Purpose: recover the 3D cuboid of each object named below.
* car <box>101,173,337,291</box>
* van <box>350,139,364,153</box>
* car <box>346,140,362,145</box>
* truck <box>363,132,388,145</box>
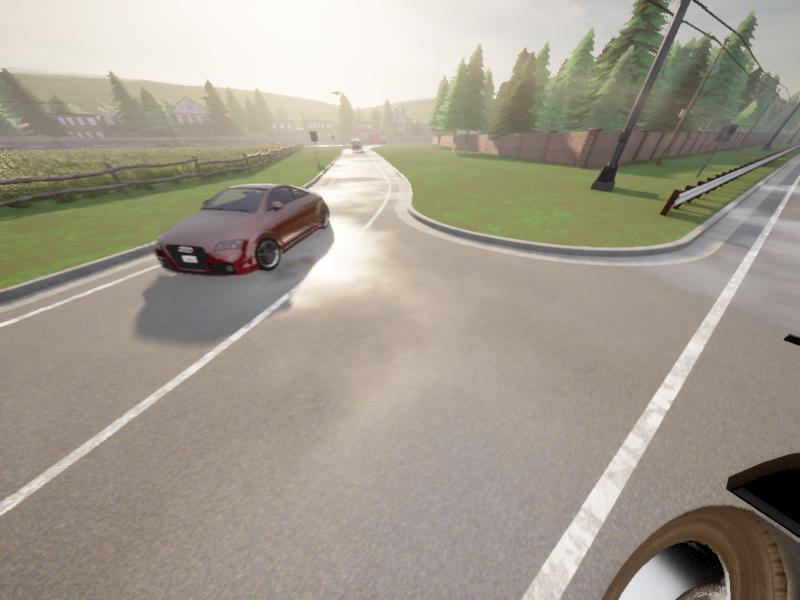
[{"bbox_3d":[-3.401,-2.008,5.598,1.994,1.385,4.181,5,36,8],"label":"car"},{"bbox_3d":[-7.751,-27.498,41.203,2.069,2.038,4.480,-6,36,-8],"label":"van"},{"bbox_3d":[-16.747,-57.394,84.196,4.902,1.511,2.128,-21,40,-27],"label":"car"},{"bbox_3d":[-8.754,-59.034,84.381,8.468,3.827,2.891,-21,40,-27],"label":"truck"}]
